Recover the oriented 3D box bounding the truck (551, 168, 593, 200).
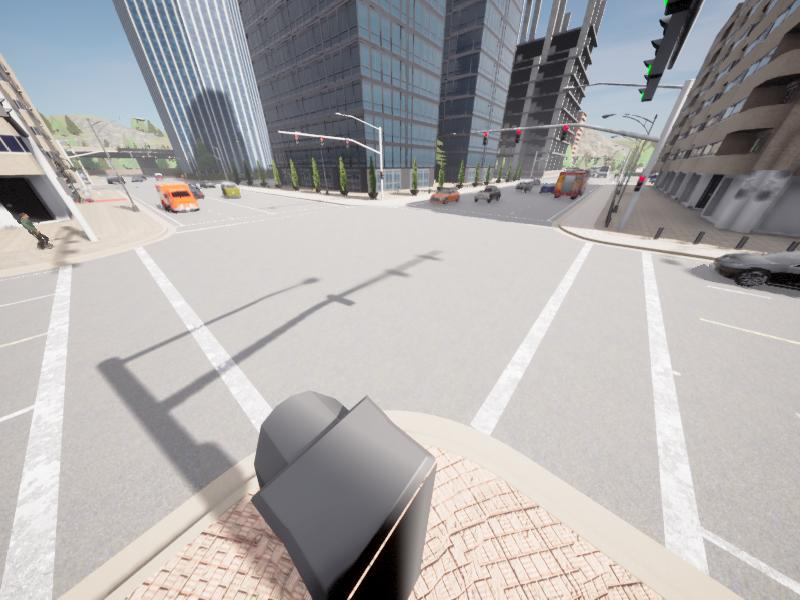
[{"bbox_3d":[25.653,-17.437,34.271,2.891,3.827,8.468,23,37,34],"label":"truck"}]

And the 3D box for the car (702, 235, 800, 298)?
[{"bbox_3d":[15.069,-0.983,8.227,4.792,1.488,2.163,23,37,34],"label":"car"}]

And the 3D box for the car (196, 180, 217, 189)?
[{"bbox_3d":[-41.206,-24.667,49.204,4.514,1.525,2.007,23,37,34],"label":"car"}]

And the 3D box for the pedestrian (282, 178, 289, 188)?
[{"bbox_3d":[-23.390,-23.828,47.017,0.751,1.860,0.751,-19,35,-30],"label":"pedestrian"}]

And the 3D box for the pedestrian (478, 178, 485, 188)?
[{"bbox_3d":[16.453,-23.604,46.567,0.751,1.860,0.751,22,37,33],"label":"pedestrian"}]

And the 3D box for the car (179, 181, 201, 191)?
[{"bbox_3d":[-41.182,-22.370,45.225,4.514,1.525,2.007,23,37,34],"label":"car"}]

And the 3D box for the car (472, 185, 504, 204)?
[{"bbox_3d":[11.313,-13.571,29.522,1.932,1.855,4.605,23,37,34],"label":"car"}]

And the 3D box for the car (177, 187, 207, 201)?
[{"bbox_3d":[-29.297,-14.960,32.549,4.181,1.385,1.994,22,37,33],"label":"car"}]

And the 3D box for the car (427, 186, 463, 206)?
[{"bbox_3d":[5.584,-12.881,28.411,2.097,1.767,4.553,23,37,34],"label":"car"}]

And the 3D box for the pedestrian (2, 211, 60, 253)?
[{"bbox_3d":[-18.460,-3.431,11.625,0.751,1.860,0.751,-26,39,-38],"label":"pedestrian"}]

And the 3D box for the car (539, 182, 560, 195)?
[{"bbox_3d":[25.577,-19.108,39.454,1.882,1.535,5.008,23,37,34],"label":"car"}]

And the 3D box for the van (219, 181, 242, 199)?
[{"bbox_3d":[-25.629,-16.649,34.858,1.775,1.987,4.442,-23,37,-34],"label":"van"}]

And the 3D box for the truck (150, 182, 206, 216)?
[{"bbox_3d":[-22.689,-10.438,23.594,5.204,2.467,2.627,24,37,33],"label":"truck"}]

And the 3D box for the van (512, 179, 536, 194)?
[{"bbox_3d":[21.327,-19.526,39.676,2.069,2.038,4.480,23,37,34],"label":"van"}]

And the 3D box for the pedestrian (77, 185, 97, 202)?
[{"bbox_3d":[-38.644,-13.130,28.535,0.751,1.860,0.751,20,36,31],"label":"pedestrian"}]

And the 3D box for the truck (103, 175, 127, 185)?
[{"bbox_3d":[-72.952,-30.777,59.217,2.390,2.098,6.274,-22,36,-33],"label":"truck"}]
